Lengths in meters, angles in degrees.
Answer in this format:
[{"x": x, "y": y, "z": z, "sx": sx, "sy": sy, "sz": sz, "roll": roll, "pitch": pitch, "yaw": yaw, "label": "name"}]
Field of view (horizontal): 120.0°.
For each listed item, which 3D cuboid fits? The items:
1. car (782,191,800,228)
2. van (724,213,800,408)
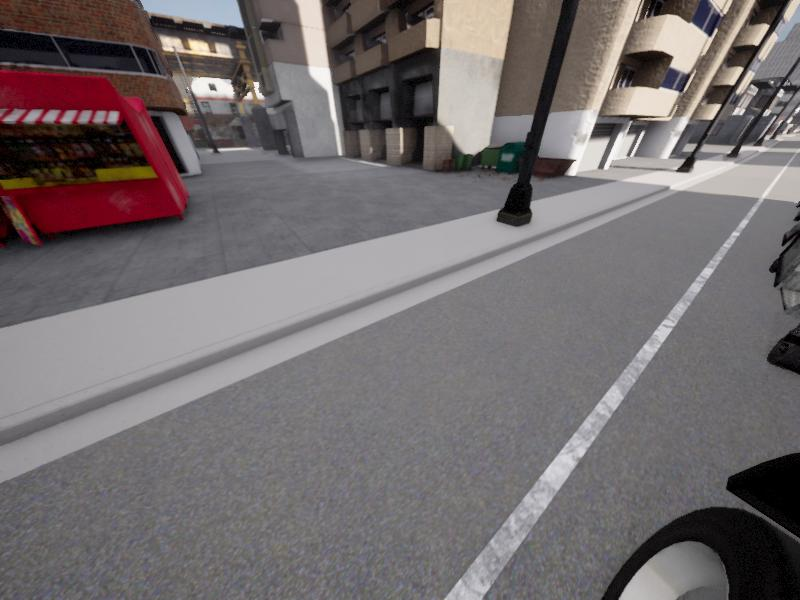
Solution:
[{"x": 14.330, "y": -3.223, "z": 7.075, "sx": 4.902, "sy": 1.511, "sz": 2.128, "roll": -22, "pitch": 40, "yaw": -28, "label": "car"}, {"x": 7.019, "y": -0.644, "z": 2.671, "sx": 6.366, "sy": 2.431, "sz": 2.351, "roll": -22, "pitch": 41, "yaw": -28, "label": "van"}]
